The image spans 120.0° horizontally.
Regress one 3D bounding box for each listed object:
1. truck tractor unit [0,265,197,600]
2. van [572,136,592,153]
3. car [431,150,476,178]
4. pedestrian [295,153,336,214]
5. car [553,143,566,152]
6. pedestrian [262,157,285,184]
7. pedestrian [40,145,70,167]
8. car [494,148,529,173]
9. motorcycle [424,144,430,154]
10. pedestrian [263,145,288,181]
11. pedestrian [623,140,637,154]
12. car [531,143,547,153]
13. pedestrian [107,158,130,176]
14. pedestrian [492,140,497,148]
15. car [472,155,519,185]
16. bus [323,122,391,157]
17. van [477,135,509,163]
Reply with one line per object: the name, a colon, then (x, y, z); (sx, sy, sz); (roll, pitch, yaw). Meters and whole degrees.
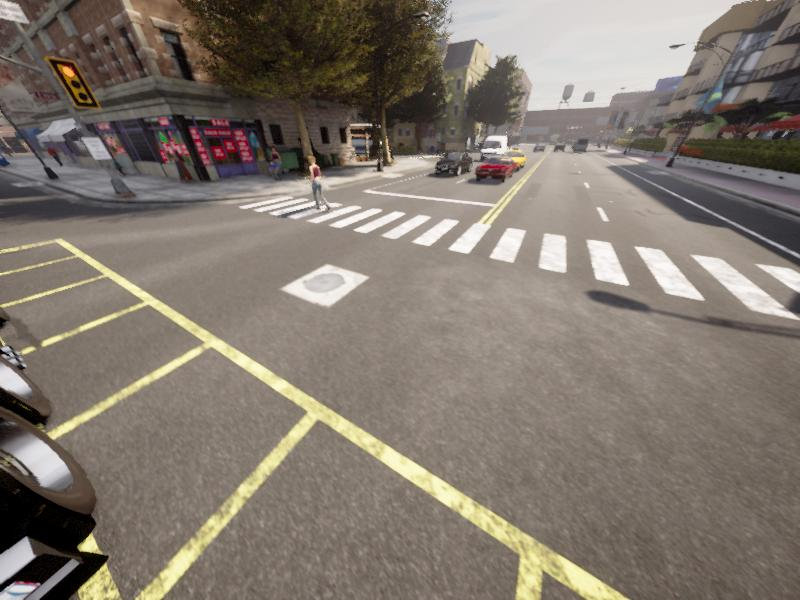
truck tractor unit: (-5.114, -0.297, 0.781); (6.516, 4.208, 3.053); (18, 39, 24)
van: (35.446, -30.478, 45.239); (1.988, 2.561, 5.915); (18, 39, 24)
car: (4.270, -10.740, 18.083); (1.837, 1.490, 4.892); (18, 39, 24)
pedestrian: (-3.064, -4.263, 8.482); (0.751, 1.860, 0.751); (21, 40, 27)
car: (32.828, -31.451, 47.576); (1.837, 1.490, 4.892); (18, 39, 24)
pedestrian: (-7.423, -7.658, 13.621); (0.751, 1.300, 0.751); (-7, 35, -9)
pedestrian: (-33.800, -14.105, 22.627); (0.751, 1.860, 0.751); (19, 39, 25)
car: (9.945, -12.456, 20.421); (1.801, 1.575, 5.366); (18, 39, 24)
motorcycle: (4.918, -27.516, 42.130); (0.764, 1.277, 2.356); (-9, 34, 6)
pedestrian: (-7.599, -8.419, 14.226); (0.751, 1.860, 0.751); (-9, 36, -12)
pedestrian: (36.392, -24.250, 36.571); (0.751, 1.860, 0.751); (15, 38, 21)
car: (28.172, -30.808, 46.679); (2.128, 1.511, 4.902); (18, 39, 24)
pedestrian: (-20.355, -9.617, 16.725); (0.500, 1.100, 0.500); (17, 38, 23)
pedestrian: (26.456, -43.629, 64.496); (0.751, 1.860, 0.751); (15, 38, 20)
car: (6.536, -8.898, 15.591); (1.895, 1.301, 4.718); (18, 39, 24)
bus: (-6.995, -26.122, 37.869); (10.273, 4.253, 3.944); (18, 39, 25)
van: (11.326, -18.289, 27.952); (1.988, 2.561, 5.915); (18, 38, 24)
